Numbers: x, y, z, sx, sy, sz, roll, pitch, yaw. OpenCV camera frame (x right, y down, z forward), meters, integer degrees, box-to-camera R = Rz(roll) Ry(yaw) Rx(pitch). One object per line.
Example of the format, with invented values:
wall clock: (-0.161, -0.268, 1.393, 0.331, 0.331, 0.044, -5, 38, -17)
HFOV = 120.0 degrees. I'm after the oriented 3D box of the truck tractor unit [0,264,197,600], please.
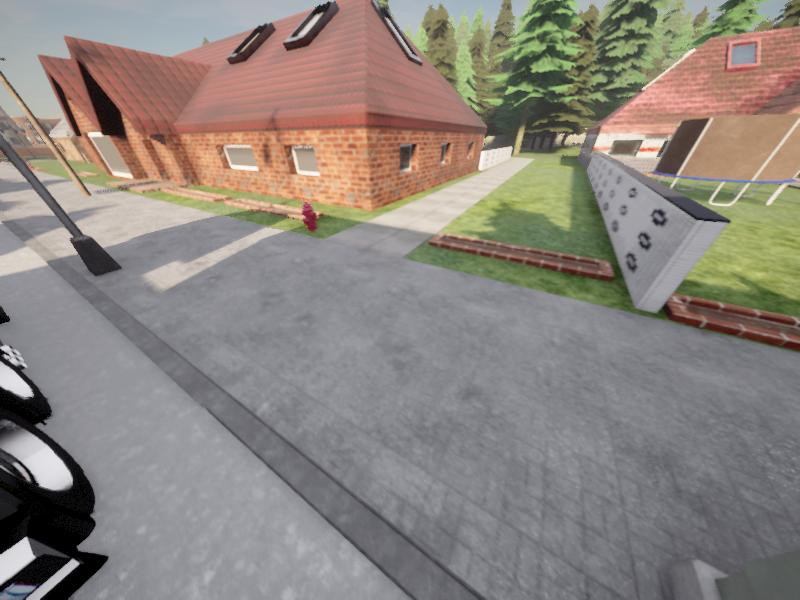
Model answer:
truck tractor unit: (-5.112, -0.298, 0.780, 6.516, 4.208, 3.053, 18, 39, 24)
